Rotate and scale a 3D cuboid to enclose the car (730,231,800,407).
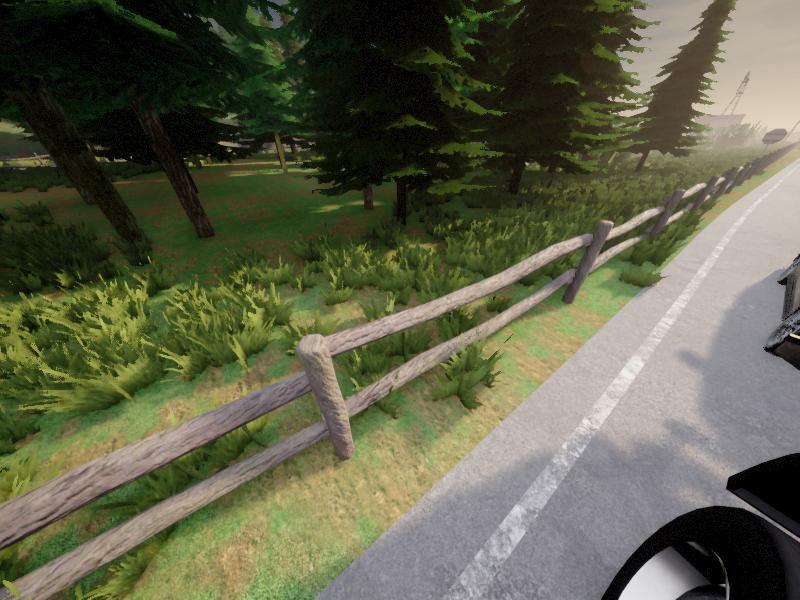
[{"bbox_3d":[6.425,-0.055,2.652,4.902,1.511,2.128,-22,41,-28],"label":"car"}]
